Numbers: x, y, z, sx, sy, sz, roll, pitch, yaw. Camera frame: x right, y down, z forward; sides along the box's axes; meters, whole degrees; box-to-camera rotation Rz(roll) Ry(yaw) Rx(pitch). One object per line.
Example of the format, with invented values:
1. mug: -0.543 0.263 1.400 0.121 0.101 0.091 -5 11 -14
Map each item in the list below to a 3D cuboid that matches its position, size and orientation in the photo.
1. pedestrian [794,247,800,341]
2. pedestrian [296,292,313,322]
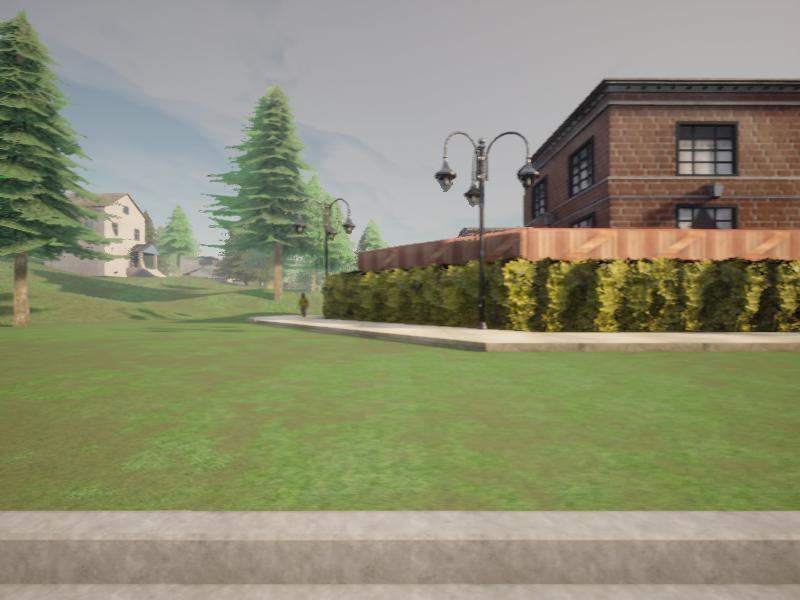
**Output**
1. pedestrian: 8.261 -0.113 7.636 0.751 1.860 0.751 0 0 0
2. pedestrian: -3.561 0.264 14.878 0.500 1.100 0.500 0 0 1
